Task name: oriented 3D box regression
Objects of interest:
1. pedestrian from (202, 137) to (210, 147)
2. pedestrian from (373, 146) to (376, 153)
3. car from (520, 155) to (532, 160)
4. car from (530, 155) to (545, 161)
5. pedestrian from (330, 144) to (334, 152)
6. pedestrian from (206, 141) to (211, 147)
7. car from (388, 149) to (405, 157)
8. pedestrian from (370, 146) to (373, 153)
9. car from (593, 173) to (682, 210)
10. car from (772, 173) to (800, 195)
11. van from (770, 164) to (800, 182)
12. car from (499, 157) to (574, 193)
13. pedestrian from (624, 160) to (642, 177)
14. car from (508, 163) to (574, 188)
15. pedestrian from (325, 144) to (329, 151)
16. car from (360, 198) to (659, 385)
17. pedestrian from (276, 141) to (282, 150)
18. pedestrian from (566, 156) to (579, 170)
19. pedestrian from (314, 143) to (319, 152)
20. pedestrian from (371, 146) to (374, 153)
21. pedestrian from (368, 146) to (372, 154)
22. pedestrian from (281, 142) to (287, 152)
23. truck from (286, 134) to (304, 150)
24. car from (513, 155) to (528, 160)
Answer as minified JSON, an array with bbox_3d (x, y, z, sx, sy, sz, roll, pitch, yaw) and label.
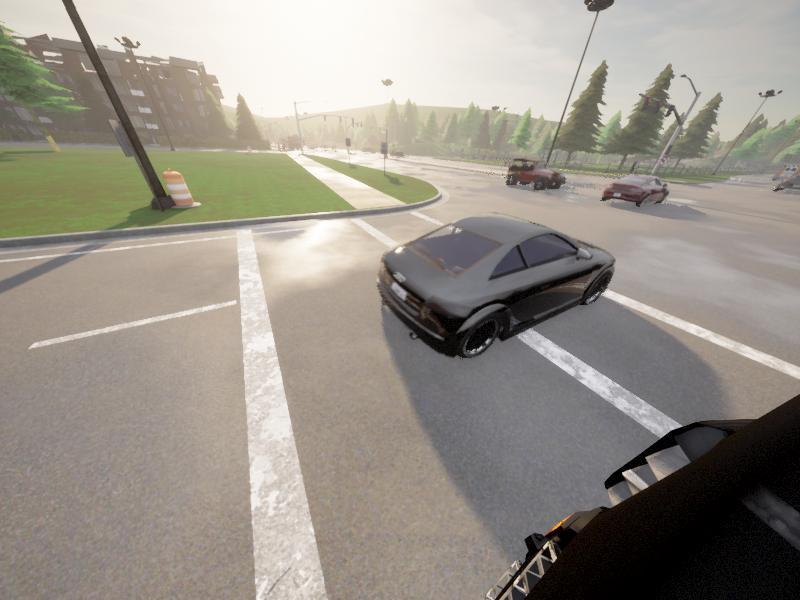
[{"bbox_3d":[-44.690,-36.283,53.138,0.751,1.860,0.751,-16,38,-26],"label":"pedestrian"},{"bbox_3d":[-8.209,-47.897,73.675,0.751,1.860,0.751,25,40,30],"label":"pedestrian"},{"bbox_3d":[46.368,-52.462,85.048,3.988,1.617,1.851,-16,38,-26],"label":"car"},{"bbox_3d":[49.410,-51.134,83.177,4.856,1.649,2.033,-16,38,-26],"label":"car"},{"bbox_3d":[-19.496,-43.662,66.441,0.751,1.860,0.751,-22,41,-32],"label":"pedestrian"},{"bbox_3d":[-44.658,-36.341,53.915,0.500,1.100,0.500,-16,38,-26],"label":"pedestrian"},{"bbox_3d":[-1.031,-36.810,57.777,1.930,1.638,5.238,-15,38,-25],"label":"car"},{"bbox_3d":[-9.108,-48.155,73.994,0.751,1.860,0.751,26,40,30],"label":"pedestrian"},{"bbox_3d":[13.386,-6.225,13.025,4.674,1.442,1.812,-16,38,-26],"label":"car"},{"bbox_3d":[40.004,-11.634,23.034,5.027,1.651,2.152,-16,38,-26],"label":"car"},{"bbox_3d":[68.601,-22.335,40.590,6.366,2.431,2.351,-16,38,-26],"label":"van"},{"bbox_3d":[9.641,-9.137,16.718,1.905,1.878,3.866,-15,38,-25],"label":"car"},{"bbox_3d":[30.498,-17.265,30.249,0.751,1.860,0.751,-14,37,-23],"label":"pedestrian"},{"bbox_3d":[11.780,-10.678,19.673,1.994,1.385,4.181,-16,38,-26],"label":"car"},{"bbox_3d":[-23.222,-48.802,73.832,0.751,1.860,0.751,-18,39,-28],"label":"pedestrian"},{"bbox_3d":[1.719,-0.638,3.795,4.181,1.385,1.994,-16,38,-26],"label":"car"},{"bbox_3d":[-29.756,-37.915,56.733,0.751,1.860,0.751,-15,38,-25],"label":"pedestrian"},{"bbox_3d":[27.028,-21.444,36.274,0.751,1.860,0.751,-13,37,-22],"label":"pedestrian"},{"bbox_3d":[-23.175,-42.197,63.955,0.751,1.860,0.751,-18,39,-29],"label":"pedestrian"},{"bbox_3d":[-8.787,-47.851,73.561,0.751,1.860,0.751,20,37,24],"label":"pedestrian"},{"bbox_3d":[-9.447,-46.855,72.145,0.751,1.860,0.751,-21,40,-32],"label":"pedestrian"},{"bbox_3d":[-27.009,-35.760,53.975,0.751,1.860,0.751,-18,39,-28],"label":"pedestrian"},{"bbox_3d":[-32.542,-48.784,71.423,2.891,3.827,8.468,-16,38,-26],"label":"truck"},{"bbox_3d":[45.929,-54.490,88.240,5.027,1.651,2.152,-16,38,-26],"label":"car"}]
